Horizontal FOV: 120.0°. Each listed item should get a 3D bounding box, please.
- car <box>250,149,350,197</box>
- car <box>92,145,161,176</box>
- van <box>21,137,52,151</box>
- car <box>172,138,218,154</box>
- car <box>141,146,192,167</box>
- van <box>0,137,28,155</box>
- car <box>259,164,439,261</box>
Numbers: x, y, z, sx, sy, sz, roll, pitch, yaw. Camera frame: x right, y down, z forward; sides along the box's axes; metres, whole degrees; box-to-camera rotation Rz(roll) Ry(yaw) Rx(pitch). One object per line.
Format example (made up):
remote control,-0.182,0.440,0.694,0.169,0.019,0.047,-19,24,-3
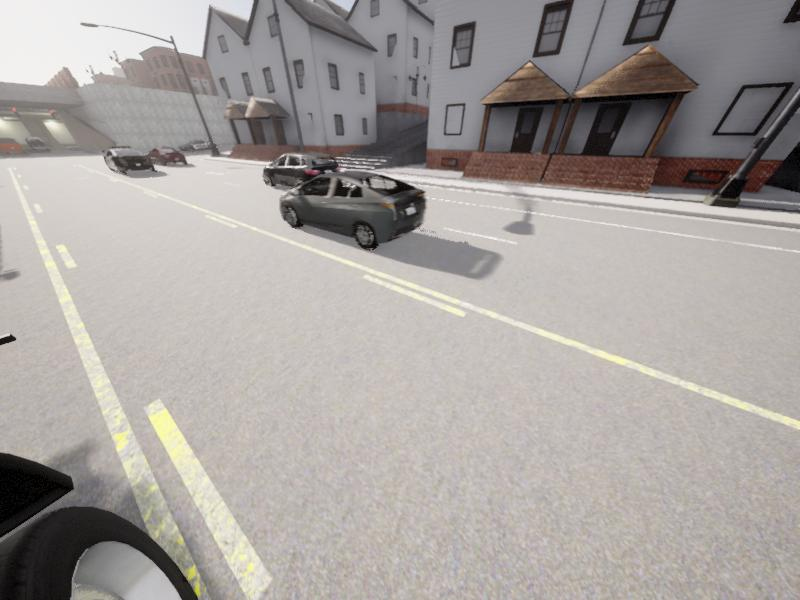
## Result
car,-5.147,-6.705,11.968,4.611,1.667,2.242,22,41,28
car,-20.417,-10.492,17.241,5.238,1.638,1.930,22,41,28
van,-67.488,-29.033,42.840,4.480,2.038,2.069,21,40,27
car,-32.177,-24.339,36.439,2.038,1.542,4.974,22,45,28
car,-22.077,-13.617,21.845,4.674,1.442,1.812,21,40,27
van,-57.248,-22.638,33.882,4.442,1.987,1.775,21,40,27
car,-1.472,-2.715,6.449,4.514,1.525,2.007,22,41,28
